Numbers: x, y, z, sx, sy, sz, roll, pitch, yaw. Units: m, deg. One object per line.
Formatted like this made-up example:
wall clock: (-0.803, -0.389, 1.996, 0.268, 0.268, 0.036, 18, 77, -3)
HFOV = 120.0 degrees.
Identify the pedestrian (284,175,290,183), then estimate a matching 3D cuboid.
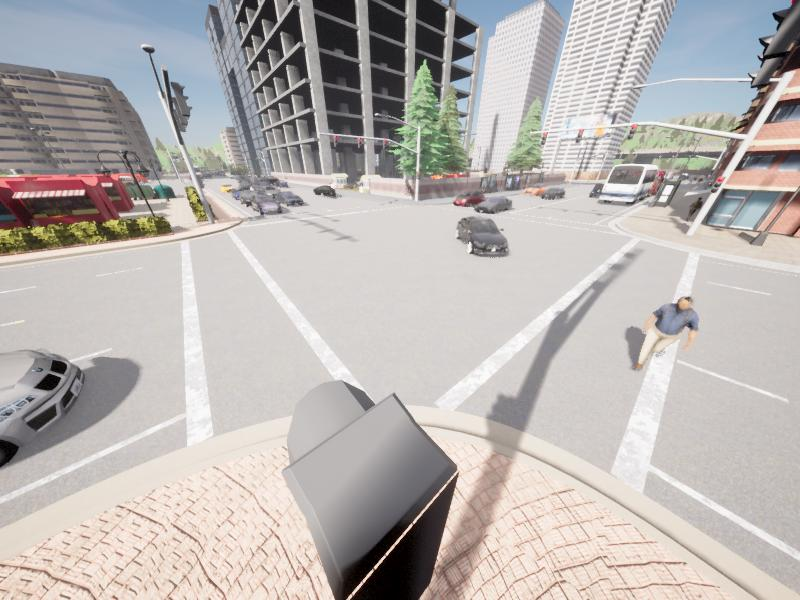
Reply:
pedestrian: (-30.223, -32.328, 61.682, 0.751, 1.860, 0.751, -23, 37, -34)

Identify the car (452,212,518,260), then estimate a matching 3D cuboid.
car: (4.470, -3.821, 13.086, 1.837, 1.490, 4.892, 0, 30, 0)

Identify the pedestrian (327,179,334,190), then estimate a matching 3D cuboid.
pedestrian: (-12.886, -21.543, 42.996, 0.751, 1.860, 0.751, -23, 37, -34)

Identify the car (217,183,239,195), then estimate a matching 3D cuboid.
car: (-28.676, -18.544, 38.476, 1.882, 1.535, 5.008, -23, 37, -34)

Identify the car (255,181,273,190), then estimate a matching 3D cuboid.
car: (-27.697, -23.301, 46.885, 1.994, 1.385, 4.181, -23, 37, -34)

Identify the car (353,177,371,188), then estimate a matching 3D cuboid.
car: (-8.128, -24.929, 48.916, 1.905, 1.878, 3.866, -23, 37, -34)

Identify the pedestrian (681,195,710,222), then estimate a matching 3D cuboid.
pedestrian: (23.730, -7.389, 18.590, 0.751, 1.860, 0.751, -26, 39, -37)

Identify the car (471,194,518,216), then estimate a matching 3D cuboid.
car: (9.620, -9.688, 23.390, 5.357, 1.411, 2.033, -26, 39, -37)

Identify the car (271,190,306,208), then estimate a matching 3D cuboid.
car: (-13.316, -12.140, 27.528, 2.033, 1.411, 5.357, -23, 37, -34)

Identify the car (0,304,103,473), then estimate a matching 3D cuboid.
car: (-7.986, 1.961, 2.938, 4.611, 1.667, 2.242, -22, 37, -34)

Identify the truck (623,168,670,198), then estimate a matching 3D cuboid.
truck: (38.913, -18.603, 36.395, 8.468, 3.827, 2.891, -23, 37, -34)

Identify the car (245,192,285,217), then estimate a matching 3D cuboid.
car: (-13.363, -9.559, 22.824, 2.033, 1.649, 4.856, -23, 37, -34)

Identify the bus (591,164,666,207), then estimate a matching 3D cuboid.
bus: (29.081, -14.753, 29.311, 10.273, 4.253, 3.944, -23, 37, -34)

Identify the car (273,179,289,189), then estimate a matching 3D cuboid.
car: (-25.198, -24.615, 48.975, 1.789, 1.549, 3.705, -23, 37, -34)

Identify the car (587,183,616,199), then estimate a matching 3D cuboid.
car: (29.977, -16.311, 34.363, 3.866, 1.878, 1.905, -23, 37, -34)

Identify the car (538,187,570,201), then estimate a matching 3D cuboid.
car: (21.556, -14.897, 32.315, 4.892, 1.490, 1.837, -22, 37, -34)

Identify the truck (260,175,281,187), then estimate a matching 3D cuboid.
truck: (-30.214, -27.803, 53.953, 2.390, 2.098, 6.274, -23, 37, -34)

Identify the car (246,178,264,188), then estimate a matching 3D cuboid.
car: (-32.368, -26.160, 51.584, 2.152, 1.651, 5.027, -23, 37, -34)

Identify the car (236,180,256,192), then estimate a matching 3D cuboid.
car: (-28.880, -21.412, 43.341, 1.930, 1.638, 5.238, -23, 37, -34)

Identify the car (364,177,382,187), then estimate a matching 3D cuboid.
car: (-5.875, -25.875, 50.553, 1.905, 1.878, 3.866, -23, 37, -34)

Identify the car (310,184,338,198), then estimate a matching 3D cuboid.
car: (-11.529, -16.539, 35.003, 1.882, 1.535, 5.008, -23, 37, -34)

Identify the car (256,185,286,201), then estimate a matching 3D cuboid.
car: (-17.959, -14.993, 32.193, 2.242, 1.667, 4.611, -23, 37, -34)

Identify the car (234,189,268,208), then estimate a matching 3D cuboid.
car: (-17.514, -11.947, 27.107, 2.163, 1.488, 4.792, -23, 37, -34)

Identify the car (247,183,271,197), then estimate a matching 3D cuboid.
car: (-22.624, -17.681, 36.989, 2.038, 1.542, 4.974, -23, 37, -34)

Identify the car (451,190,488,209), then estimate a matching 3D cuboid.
car: (7.983, -11.612, 26.512, 3.988, 1.617, 1.851, -21, 36, -32)

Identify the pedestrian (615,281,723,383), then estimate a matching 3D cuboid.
pedestrian: (5.500, 0.672, 4.828, 0.751, 1.860, 0.751, -22, 37, -33)

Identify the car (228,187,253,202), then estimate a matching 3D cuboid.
car: (-21.745, -14.437, 31.426, 1.816, 1.474, 4.193, -23, 37, -34)

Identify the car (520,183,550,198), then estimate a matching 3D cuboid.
car: (20.873, -17.024, 35.697, 4.553, 1.767, 2.097, -23, 37, -34)
